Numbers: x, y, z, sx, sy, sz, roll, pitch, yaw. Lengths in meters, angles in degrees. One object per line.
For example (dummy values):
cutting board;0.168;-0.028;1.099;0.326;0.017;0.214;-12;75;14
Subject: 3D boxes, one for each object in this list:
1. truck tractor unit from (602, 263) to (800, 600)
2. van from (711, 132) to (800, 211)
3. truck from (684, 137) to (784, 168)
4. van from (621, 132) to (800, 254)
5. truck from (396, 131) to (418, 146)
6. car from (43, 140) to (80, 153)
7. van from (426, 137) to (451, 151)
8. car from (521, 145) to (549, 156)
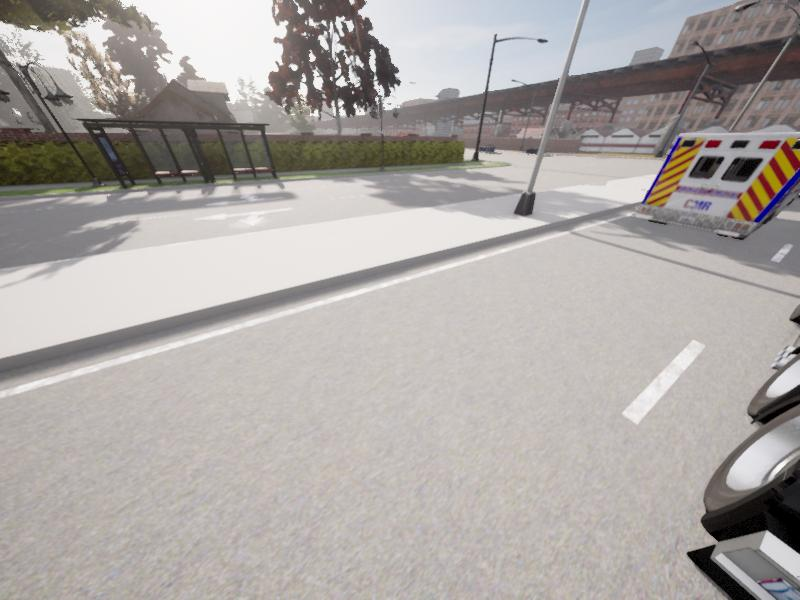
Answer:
truck tractor unit;5.114;-0.295;0.797;6.516;4.208;3.053;-18;39;-24
van;17.426;-5.956;10.436;5.915;2.561;1.988;-18;39;-24
truck;35.417;-15.839;24.766;2.627;2.467;5.204;-18;38;-24
van;10.357;-3.600;7.106;6.366;2.431;2.351;-18;39;-24
truck;2.080;-50.278;71.795;2.891;3.827;8.468;-18;40;-24
car;-61.751;-28.087;42.257;1.932;1.855;4.605;-18;39;-25
van;9.238;-38.145;56.397;2.351;2.431;6.366;-18;40;-24
car;24.072;-26.807;41.285;1.845;1.501;3.633;-18;39;-24
